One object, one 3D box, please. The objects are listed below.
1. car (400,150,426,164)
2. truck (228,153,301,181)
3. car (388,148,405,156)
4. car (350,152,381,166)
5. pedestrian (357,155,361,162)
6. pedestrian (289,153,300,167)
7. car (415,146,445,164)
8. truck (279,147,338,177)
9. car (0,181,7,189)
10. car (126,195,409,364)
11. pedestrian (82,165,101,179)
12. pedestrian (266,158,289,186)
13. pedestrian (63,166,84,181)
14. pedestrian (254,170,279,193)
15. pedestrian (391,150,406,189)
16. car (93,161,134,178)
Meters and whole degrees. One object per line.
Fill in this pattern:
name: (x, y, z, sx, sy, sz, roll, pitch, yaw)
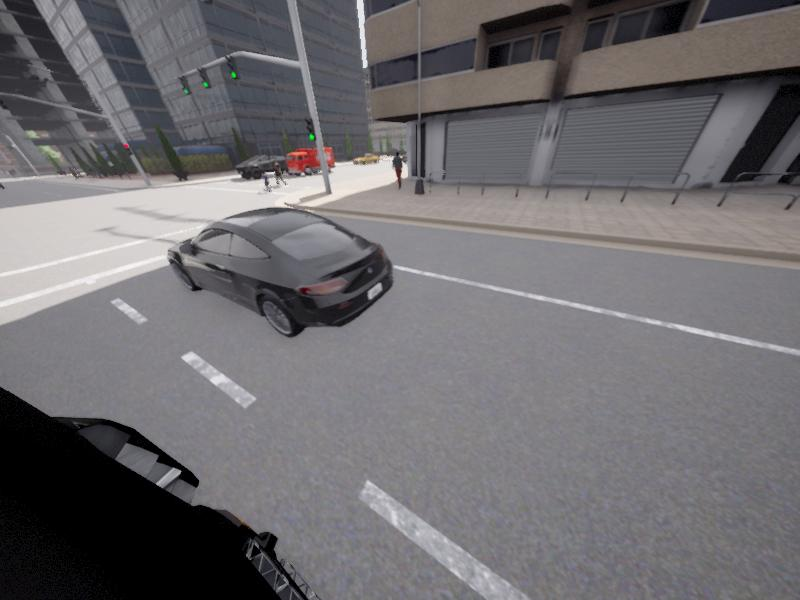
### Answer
car: (2.125, -22.901, 36.905, 2.038, 1.542, 4.974, 16, 38, 26)
truck: (-14.456, -14.643, 25.307, 2.390, 2.098, 6.274, 16, 38, 27)
car: (-0.940, -42.991, 67.088, 4.553, 1.767, 2.097, 16, 38, 27)
car: (-5.506, -22.876, 37.446, 1.801, 1.575, 5.366, 18, 39, 28)
pedestrian: (-7.941, -27.324, 44.461, 0.500, 1.100, 0.500, 11, 36, 20)
pedestrian: (-17.060, -22.610, 37.381, 0.751, 1.860, 0.751, 10, 36, 19)
car: (4.524, -21.670, 34.382, 2.150, 2.045, 5.566, 16, 38, 27)
truck: (-9.949, -15.377, 25.702, 2.627, 2.467, 5.204, 16, 38, 26)
car: (-53.112, -15.125, 29.735, 4.892, 1.490, 1.837, 17, 38, 27)
car: (-2.345, -0.831, 4.106, 4.674, 1.442, 1.812, 16, 38, 26)
pedestrian: (-46.780, -19.444, 35.072, 0.751, 1.860, 0.751, 6, 35, 14)
pedestrian: (-9.488, -9.898, 17.928, 0.751, 1.860, 0.751, 10, 36, 18)
pedestrian: (-46.499, -18.038, 32.931, 0.751, 1.860, 0.751, 12, 37, 22)
pedestrian: (-8.878, -7.909, 15.387, 0.751, 1.300, 0.751, 15, 38, 25)
pedestrian: (-0.078, -7.413, 13.139, 0.751, 1.860, 0.751, -3, 34, 1)
car: (-50.413, -23.203, 40.881, 2.390, 2.098, 6.274, -19, 37, -23)
